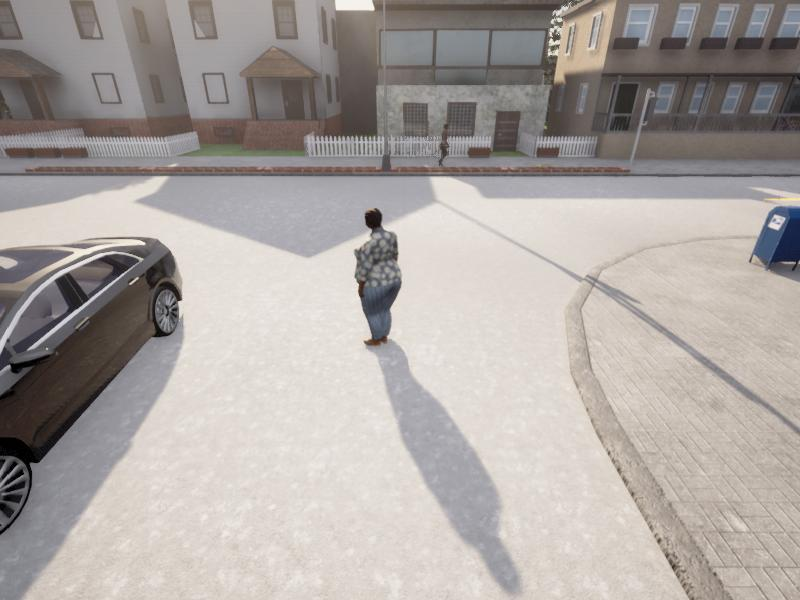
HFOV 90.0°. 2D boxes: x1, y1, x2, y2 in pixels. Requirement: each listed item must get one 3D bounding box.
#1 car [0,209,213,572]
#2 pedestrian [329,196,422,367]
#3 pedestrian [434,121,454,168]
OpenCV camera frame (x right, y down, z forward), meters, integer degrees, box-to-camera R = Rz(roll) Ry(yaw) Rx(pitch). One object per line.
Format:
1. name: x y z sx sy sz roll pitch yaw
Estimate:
1. car: -4.017 0.466 4.050 2.128 1.511 4.902 -2 27 -3
2. pedestrian: -0.281 -0.243 4.995 0.751 1.860 0.751 -24 36 -38
3. pedestrian: 1.932 -6.890 17.700 0.751 1.860 0.751 0 27 1
